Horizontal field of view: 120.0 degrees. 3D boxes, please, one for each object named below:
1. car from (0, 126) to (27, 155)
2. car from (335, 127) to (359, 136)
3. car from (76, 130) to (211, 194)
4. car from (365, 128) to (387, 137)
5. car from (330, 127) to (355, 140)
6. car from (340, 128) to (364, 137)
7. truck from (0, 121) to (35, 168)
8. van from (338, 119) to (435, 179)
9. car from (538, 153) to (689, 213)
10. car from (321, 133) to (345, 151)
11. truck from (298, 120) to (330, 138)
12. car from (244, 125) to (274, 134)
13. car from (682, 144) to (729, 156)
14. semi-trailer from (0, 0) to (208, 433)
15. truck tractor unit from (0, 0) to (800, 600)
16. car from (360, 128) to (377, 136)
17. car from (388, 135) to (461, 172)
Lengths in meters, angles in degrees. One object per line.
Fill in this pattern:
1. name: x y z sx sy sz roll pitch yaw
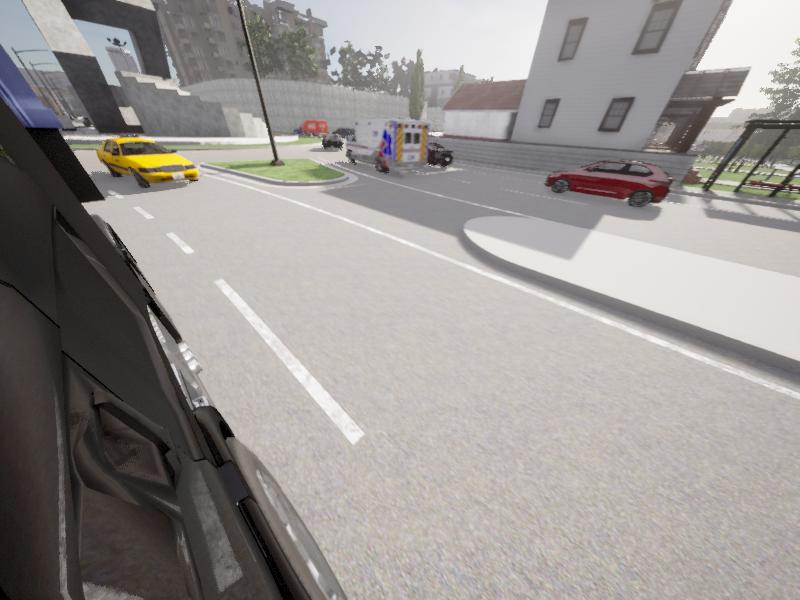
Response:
1. car: -25.328 -9.258 13.281 4.181 1.385 1.994 6 37 4
2. car: -11.931 -38.204 52.484 2.038 1.542 4.974 32 46 33
3. car: -10.293 -5.693 9.273 5.366 1.575 1.801 22 41 24
4. car: -5.480 -38.962 53.885 2.038 1.542 4.974 31 45 33
5. car: -10.465 -30.435 42.151 2.033 1.649 4.856 -28 46 -34
6. car: -10.328 -36.150 49.920 4.674 1.442 1.812 -30 47 -35
7. truck: -22.364 -7.842 9.533 8.468 3.827 2.891 7 37 6
8. van: -1.115 -9.267 13.883 2.351 2.431 6.366 -23 44 -30
9. car: 8.566 -5.070 9.678 4.193 1.474 1.816 31 45 32
10. car: -6.957 -16.716 24.383 1.895 1.301 4.718 -3 37 -8
11. truck: -15.604 -31.023 41.895 5.204 2.467 2.627 26 43 29
12. car: -28.756 -34.940 47.313 4.718 1.301 1.895 0 37 -4
13. car: 56.496 -27.929 42.914 2.038 1.542 4.974 -1 37 -5
14. semi-trailer: -9.095 -3.300 3.796 14.254 4.402 2.717 23 41 25
15. truck tractor unit: -2.645 -0.295 0.351 6.516 4.208 3.053 28 44 30
16. car: -7.675 -40.692 56.054 1.845 1.501 3.633 31 45 32
17. car: 1.453 -10.317 16.091 1.930 1.638 5.238 -22 44 -29
